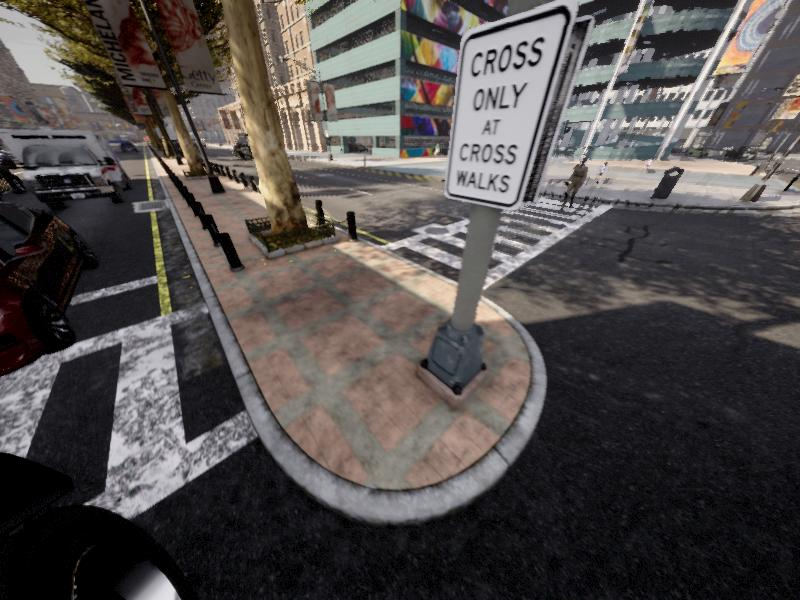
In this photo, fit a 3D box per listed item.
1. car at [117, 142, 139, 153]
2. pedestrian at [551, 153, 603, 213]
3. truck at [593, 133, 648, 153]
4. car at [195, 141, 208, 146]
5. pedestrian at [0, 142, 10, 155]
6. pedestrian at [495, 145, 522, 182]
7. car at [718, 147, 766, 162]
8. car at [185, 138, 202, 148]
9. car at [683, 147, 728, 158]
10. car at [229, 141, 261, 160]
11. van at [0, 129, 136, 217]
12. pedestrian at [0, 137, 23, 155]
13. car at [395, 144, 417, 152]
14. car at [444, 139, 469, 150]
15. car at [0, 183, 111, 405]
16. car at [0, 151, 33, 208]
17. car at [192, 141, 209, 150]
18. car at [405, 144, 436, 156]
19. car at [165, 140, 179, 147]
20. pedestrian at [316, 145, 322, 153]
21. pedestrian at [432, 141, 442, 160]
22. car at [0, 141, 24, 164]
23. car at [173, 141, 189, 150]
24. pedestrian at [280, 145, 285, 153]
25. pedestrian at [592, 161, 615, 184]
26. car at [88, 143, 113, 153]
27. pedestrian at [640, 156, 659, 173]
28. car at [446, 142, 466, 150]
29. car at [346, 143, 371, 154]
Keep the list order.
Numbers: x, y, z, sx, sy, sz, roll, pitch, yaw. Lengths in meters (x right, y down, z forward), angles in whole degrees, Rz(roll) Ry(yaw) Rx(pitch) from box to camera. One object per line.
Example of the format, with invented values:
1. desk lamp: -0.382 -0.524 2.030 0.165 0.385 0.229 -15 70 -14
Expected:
1. car: -46.119 -25.905 39.228 1.812 1.442 4.674 -27 43 -34
2. pedestrian: 6.500 -4.323 8.573 0.751 1.860 0.751 -25 42 -32
3. truck: 53.381 -38.347 56.262 2.891 3.827 8.468 -17 38 -23
4. car: -59.855 -47.133 69.596 1.895 1.301 4.718 -27 44 -34
5. pedestrian: -51.396 -19.672 29.555 0.751 1.860 0.751 24 41 29
6. pedestrian: 6.489 -8.221 13.893 0.751 1.860 0.751 -19 39 -25
7. car: 49.123 -20.987 33.311 1.789 1.549 3.705 11 37 14
8. car: -52.927 -40.265 59.201 2.150 2.045 5.566 -27 43 -34
9. car: 54.326 -26.396 41.224 2.007 1.525 4.514 1 35 1
10. car: -19.774 -19.121 29.466 1.932 1.855 4.605 -27 43 -34
11. van: -13.640 -5.654 9.767 2.351 2.431 6.366 -27 44 -34
12. pedestrian: -50.789 -20.056 30.114 0.751 1.860 0.751 -28 44 -34
13. car: 1.239 -31.937 48.377 1.895 1.301 4.718 -27 44 -34
14. car: 14.358 -39.694 58.904 2.435 2.045 5.566 -27 44 -34
15. car: -6.105 -0.347 3.086 2.163 1.488 4.792 -28 44 -34
16. car: -17.313 -4.800 8.974 1.932 1.855 4.605 -27 43 -34
17. car: -45.631 -35.358 52.829 1.970 1.475 3.806 -27 43 -34
18. car: 3.233 -24.388 37.426 2.128 1.511 4.902 -27 44 -34
19. car: -65.474 -45.019 66.374 2.128 1.511 4.902 -27 43 -34
20. pedestrian: -13.691 -25.544 39.123 0.500 1.100 0.500 15 37 20
21. pedestrian: 4.574 -18.392 28.445 0.751 1.860 0.751 20 39 25
22. car: -39.789 -13.583 21.344 4.553 1.767 2.097 -15 38 -21
23. car: -48.000 -33.933 50.658 1.837 1.490 4.892 -27 43 -34
24. pedestrian: -19.946 -25.646 39.189 0.500 1.100 0.500 -20 40 -26
25. pedestrian: 11.956 -7.490 13.581 0.500 1.100 0.500 -19 39 -26
26. car: -51.037 -25.997 39.417 1.895 1.301 4.718 -27 43 -34
27. pedestrian: 19.718 -10.694 18.273 0.500 1.100 0.500 -21 40 -28
28. car: 14.316 -39.397 59.164 2.007 1.523 4.514 -27 44 -34
29. car: -7.617 -27.738 42.157 2.161 1.482 4.786 -27 44 -34
